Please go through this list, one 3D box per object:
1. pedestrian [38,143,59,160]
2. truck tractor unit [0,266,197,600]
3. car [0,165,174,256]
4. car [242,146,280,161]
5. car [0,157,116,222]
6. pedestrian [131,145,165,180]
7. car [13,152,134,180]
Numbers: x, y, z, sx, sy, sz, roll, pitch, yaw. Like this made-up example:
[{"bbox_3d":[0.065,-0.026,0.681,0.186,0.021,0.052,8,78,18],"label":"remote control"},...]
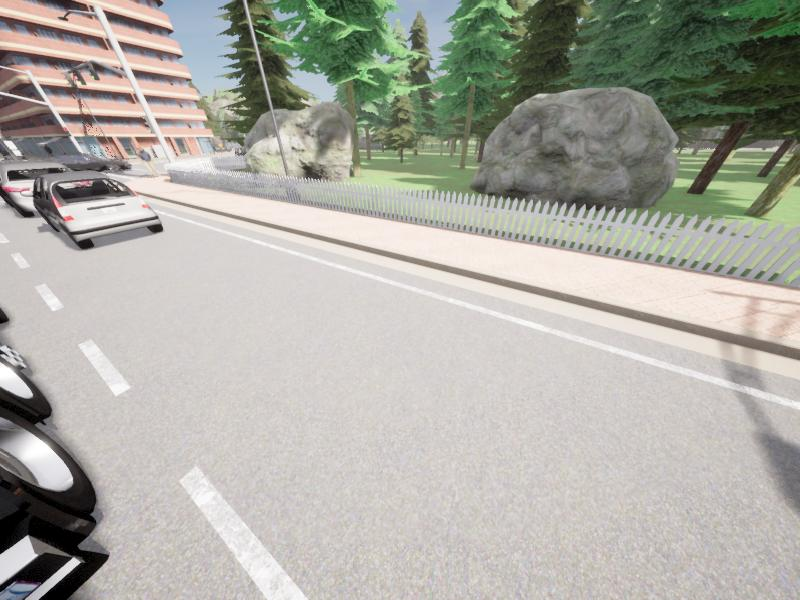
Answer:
[{"bbox_3d":[-48.036,-20.320,31.588,0.751,1.860,0.751,21,40,27],"label":"pedestrian"},{"bbox_3d":[-5.114,-0.298,0.774,6.516,4.208,3.053,18,39,24],"label":"truck tractor unit"},{"bbox_3d":[-8.950,-2.775,6.640,3.988,1.617,1.851,18,39,25],"label":"car"},{"bbox_3d":[-18.967,-20.303,31.880,1.837,1.490,4.892,5,35,6],"label":"car"},{"bbox_3d":[-14.320,-4.613,9.263,4.611,1.667,2.242,19,39,25],"label":"car"},{"bbox_3d":[-16.386,-8.969,15.058,0.751,1.860,0.751,-28,43,-33],"label":"pedestrian"},{"bbox_3d":[-25.088,-10.663,18.206,5.357,1.411,2.033,-29,45,-34],"label":"car"}]
